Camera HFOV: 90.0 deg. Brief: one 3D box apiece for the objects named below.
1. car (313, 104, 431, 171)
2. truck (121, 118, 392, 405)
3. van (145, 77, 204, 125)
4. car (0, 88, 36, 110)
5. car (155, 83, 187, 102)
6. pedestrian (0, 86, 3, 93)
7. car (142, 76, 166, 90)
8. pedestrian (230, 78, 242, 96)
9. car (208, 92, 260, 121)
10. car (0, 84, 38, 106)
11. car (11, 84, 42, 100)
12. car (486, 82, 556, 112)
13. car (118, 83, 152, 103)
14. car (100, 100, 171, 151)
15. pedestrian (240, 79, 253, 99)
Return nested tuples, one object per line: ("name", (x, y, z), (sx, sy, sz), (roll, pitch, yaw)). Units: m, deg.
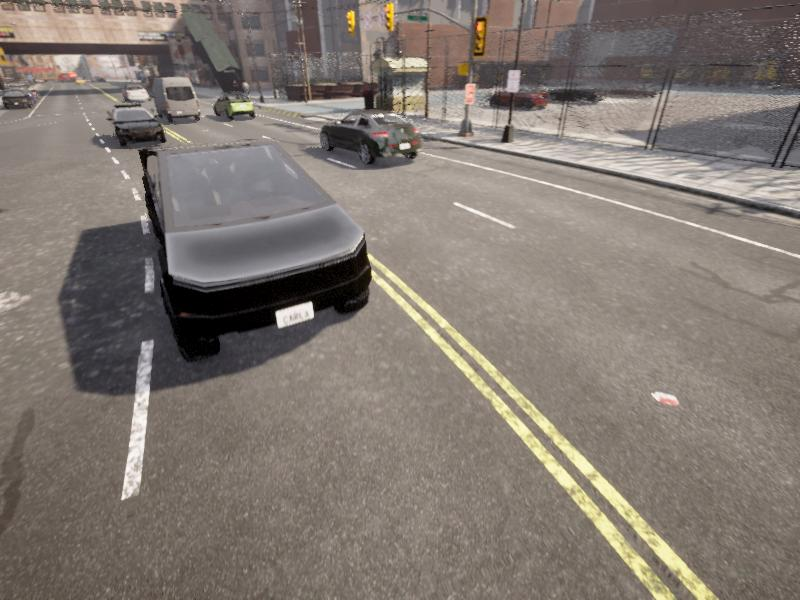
("car", (-1.238, -6.463, 15.514), (2.152, 1.651, 5.027), (-19, 35, -29))
("truck", (-2.766, -1.459, 6.506), (2.390, 2.098, 6.274), (-17, 34, -26))
("van", (-15.512, -13.768, 27.400), (1.988, 2.561, 5.915), (-21, 36, -30))
("car", (-36.016, -18.912, 37.613), (2.097, 1.535, 5.008), (-21, 36, -30))
("car", (-25.892, -23.518, 45.203), (2.033, 1.649, 4.856), (-21, 36, -30))
("pedestrian", (-60.449, -32.010, 59.860), (0.751, 1.860, 0.751), (-19, 35, -28))
("car", (-43.631, -38.597, 70.973), (2.435, 2.045, 5.566), (-21, 36, -30))
("pedestrian", (-19.289, -25.026, 47.075), (0.751, 1.860, 0.751), (26, 39, 37))
("car", (-11.831, -13.806, 28.394), (2.007, 1.525, 4.514), (-20, 36, -30))
("car", (-39.903, -21.568, 41.990), (2.185, 1.767, 4.553), (-21, 36, -30))
("car", (-46.200, -25.813, 49.635), (2.231, 1.521, 4.892), (-21, 36, -30))
("car", (9.086, -15.540, 30.487), (2.185, 1.767, 4.553), (-21, 36, -30))
("car", (-29.121, -22.740, 43.895), (2.242, 1.667, 4.611), (-21, 36, -30))
("car", (-12.769, -8.493, 19.201), (1.930, 1.638, 5.238), (-21, 35, -30))
("pedestrian", (-16.711, -22.969, 43.500), (0.751, 1.860, 0.751), (-25, 38, -35))
